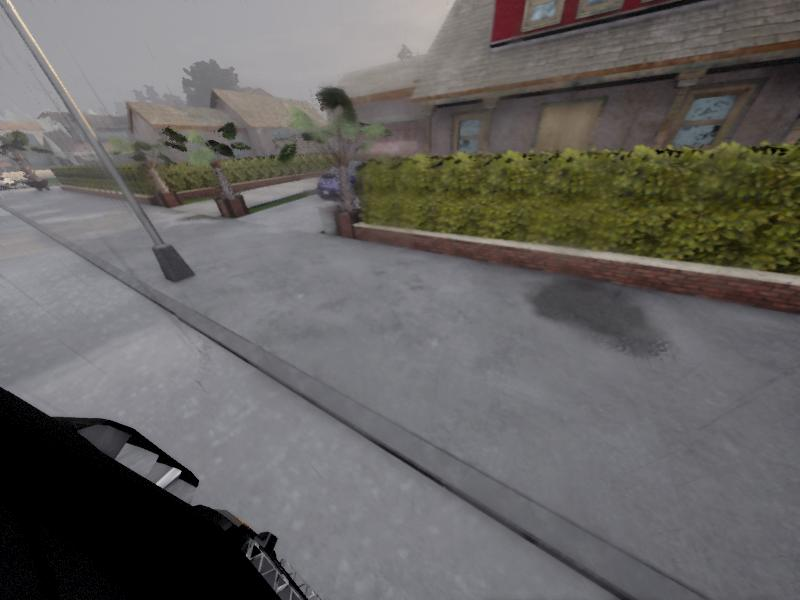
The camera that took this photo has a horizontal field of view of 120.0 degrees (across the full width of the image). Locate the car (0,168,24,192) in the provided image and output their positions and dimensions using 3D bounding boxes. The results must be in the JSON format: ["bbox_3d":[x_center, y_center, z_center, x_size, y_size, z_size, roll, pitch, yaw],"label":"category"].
[{"bbox_3d":[-45.778,-12.465,24.490,5.566,2.045,2.150,-26,41,-30],"label":"car"}]

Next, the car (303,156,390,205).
[{"bbox_3d":[-2.225,-5.603,10.624,1.845,1.501,3.633,14,37,24],"label":"car"}]

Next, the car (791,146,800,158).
[{"bbox_3d":[32.224,-11.037,16.845,1.895,1.301,4.718,17,38,27],"label":"car"}]
